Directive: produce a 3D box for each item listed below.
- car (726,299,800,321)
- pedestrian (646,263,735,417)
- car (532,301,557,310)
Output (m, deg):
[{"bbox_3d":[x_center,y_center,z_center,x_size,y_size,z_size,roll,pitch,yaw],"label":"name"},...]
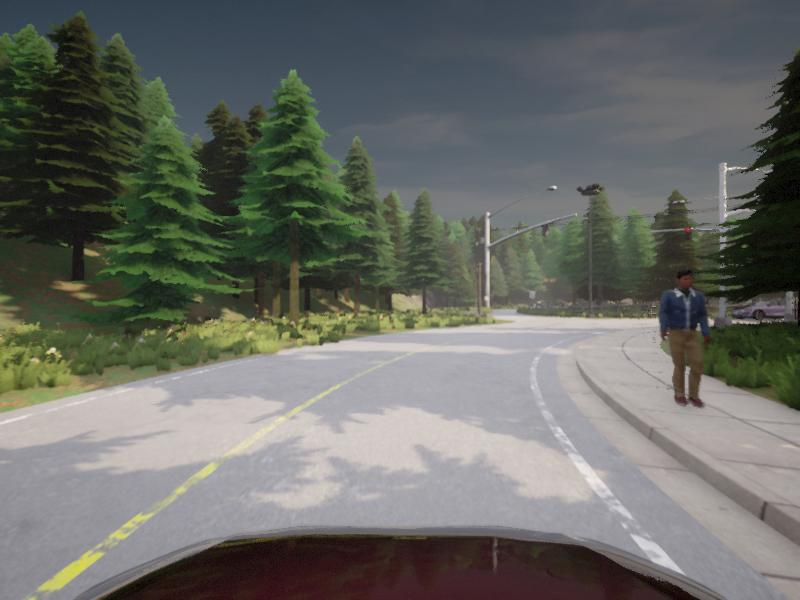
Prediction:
[{"bbox_3d":[29.071,0.764,31.717,4.856,1.649,2.033,0,0,-1],"label":"car"},{"bbox_3d":[3.797,0.483,5.299,0.751,1.860,0.751,0,0,17],"label":"pedestrian"},{"bbox_3d":[23.253,0.867,64.399,4.674,1.442,1.812,0,0,-42],"label":"car"}]
